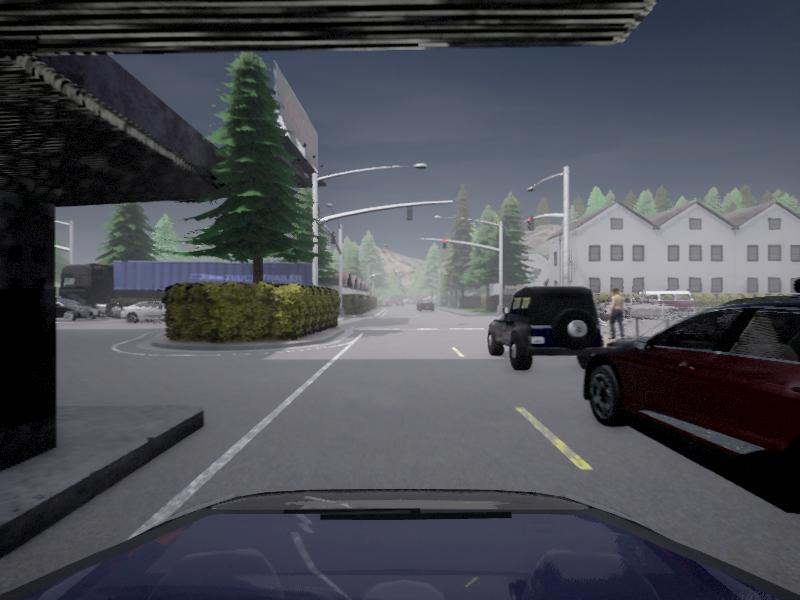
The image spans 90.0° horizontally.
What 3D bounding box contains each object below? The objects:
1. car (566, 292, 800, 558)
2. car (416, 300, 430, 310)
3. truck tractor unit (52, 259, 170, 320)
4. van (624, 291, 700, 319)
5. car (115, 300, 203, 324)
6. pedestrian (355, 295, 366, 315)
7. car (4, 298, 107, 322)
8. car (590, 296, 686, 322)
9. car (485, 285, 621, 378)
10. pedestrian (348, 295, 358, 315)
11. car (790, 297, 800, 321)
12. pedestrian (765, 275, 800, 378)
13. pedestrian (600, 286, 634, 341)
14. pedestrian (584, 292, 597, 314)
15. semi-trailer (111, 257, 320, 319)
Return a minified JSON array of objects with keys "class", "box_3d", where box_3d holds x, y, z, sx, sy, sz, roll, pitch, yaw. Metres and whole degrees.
[{"class":"car","box_3d":[3.500,0.773,3.550,2.033,1.649,4.856,0,0,0]},{"class":"car","box_3d":[3.505,0.757,61.009,1.882,1.535,5.008,0,0,0]},{"class":"truck tractor unit","box_3d":[-21.295,-0.747,29.784,6.516,4.208,3.053,1,0,0]},{"class":"van","box_3d":[19.549,0.347,29.970,4.480,2.038,2.069,0,0,-5]},{"class":"car","box_3d":[-15.722,0.743,26.288,4.674,1.442,1.812,-1,1,0]},{"class":"pedestrian","box_3d":[-3.550,0.446,36.097,0.751,1.860,0.751,0,0,11]},{"class":"car","box_3d":[-22.471,0.616,26.269,4.902,1.511,2.128,0,0,0]},{"class":"car","box_3d":[15.542,0.560,26.318,5.027,1.651,2.152,0,0,-1]},{"class":"car","box_3d":[3.502,0.635,10.002,1.905,1.878,3.866,0,0,0]},{"class":"pedestrian","box_3d":[-4.281,0.445,36.493,0.751,1.860,0.751,0,0,-1]},{"class":"car","box_3d":[29.270,0.605,26.452,4.974,1.542,2.038,0,0,0]},{"class":"pedestrian","box_3d":[7.616,0.476,7.559,0.751,1.860,0.751,0,0,-1]},{"class":"pedestrian","box_3d":[7.585,0.469,14.004,0.751,1.860,0.751,0,0,-1]},{"class":"pedestrian","box_3d":[16.504,0.256,34.646,0.751,1.860,0.751,0,0,-6]},{"class":"semi-trailer","box_3d":[-13.386,-0.842,29.805,14.254,4.402,2.717,0,0,0]}]
